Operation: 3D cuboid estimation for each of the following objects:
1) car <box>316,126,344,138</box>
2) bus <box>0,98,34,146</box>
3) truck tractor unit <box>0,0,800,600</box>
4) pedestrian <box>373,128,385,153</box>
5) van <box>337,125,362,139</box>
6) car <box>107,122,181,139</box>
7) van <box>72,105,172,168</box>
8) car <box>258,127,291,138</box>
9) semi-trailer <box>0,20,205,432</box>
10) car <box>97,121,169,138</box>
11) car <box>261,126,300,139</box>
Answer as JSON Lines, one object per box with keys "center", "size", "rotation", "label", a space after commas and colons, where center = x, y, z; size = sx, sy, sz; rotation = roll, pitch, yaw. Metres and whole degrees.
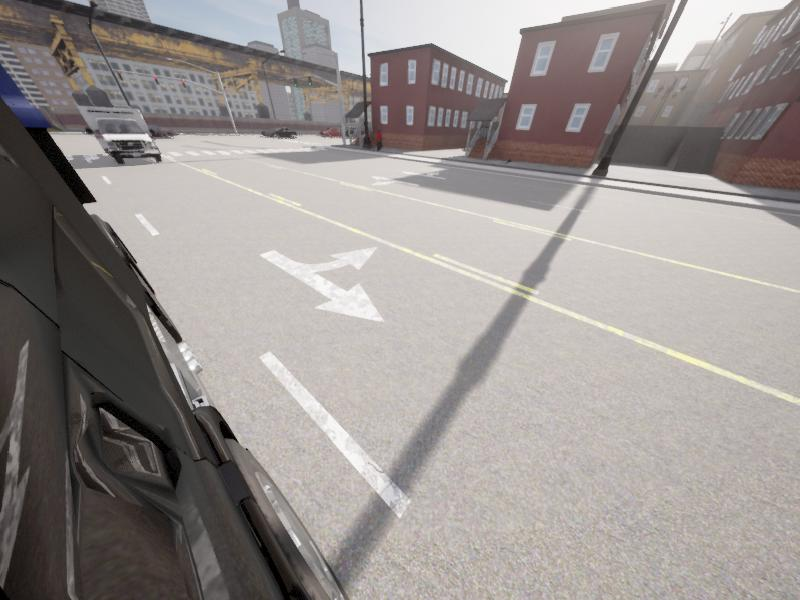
{"center": [-13.738, -33.208, 45.741], "size": [2.242, 1.667, 4.611], "rotation": [28, 43, 30], "label": "car"}
{"center": [-32.285, -11.797, 13.818], "size": [3.944, 4.253, 10.273], "rotation": [28, 44, 30], "label": "bus"}
{"center": [-2.645, -0.295, 0.351], "size": [6.516, 4.208, 3.053], "rotation": [28, 44, 30], "label": "truck tractor unit"}
{"center": [-1.900, -14.660, 21.257], "size": [0.751, 1.860, 0.751], "rotation": [27, 43, 29], "label": "pedestrian"}
{"center": [-9.776, -32.781, 45.155], "size": [1.775, 1.987, 4.442], "rotation": [28, 44, 30], "label": "van"}
{"center": [-29.079, -19.313, 26.442], "size": [2.033, 1.411, 5.357], "rotation": [28, 44, 30], "label": "car"}
{"center": [-15.885, -9.464, 13.255], "size": [6.366, 2.431, 2.351], "rotation": [31, 45, 33], "label": "van"}
{"center": [-20.988, -28.120, 38.737], "size": [1.994, 1.385, 4.181], "rotation": [28, 44, 30], "label": "car"}
{"center": [-8.898, -3.463, 4.018], "size": [14.254, 4.402, 2.717], "rotation": [26, 43, 28], "label": "semi-trailer"}
{"center": [-32.035, -20.553, 27.911], "size": [2.033, 1.411, 5.357], "rotation": [28, 44, 30], "label": "car"}
{"center": [-18.750, -26.434, 36.522], "size": [1.837, 1.490, 4.892], "rotation": [28, 44, 30], "label": "car"}
